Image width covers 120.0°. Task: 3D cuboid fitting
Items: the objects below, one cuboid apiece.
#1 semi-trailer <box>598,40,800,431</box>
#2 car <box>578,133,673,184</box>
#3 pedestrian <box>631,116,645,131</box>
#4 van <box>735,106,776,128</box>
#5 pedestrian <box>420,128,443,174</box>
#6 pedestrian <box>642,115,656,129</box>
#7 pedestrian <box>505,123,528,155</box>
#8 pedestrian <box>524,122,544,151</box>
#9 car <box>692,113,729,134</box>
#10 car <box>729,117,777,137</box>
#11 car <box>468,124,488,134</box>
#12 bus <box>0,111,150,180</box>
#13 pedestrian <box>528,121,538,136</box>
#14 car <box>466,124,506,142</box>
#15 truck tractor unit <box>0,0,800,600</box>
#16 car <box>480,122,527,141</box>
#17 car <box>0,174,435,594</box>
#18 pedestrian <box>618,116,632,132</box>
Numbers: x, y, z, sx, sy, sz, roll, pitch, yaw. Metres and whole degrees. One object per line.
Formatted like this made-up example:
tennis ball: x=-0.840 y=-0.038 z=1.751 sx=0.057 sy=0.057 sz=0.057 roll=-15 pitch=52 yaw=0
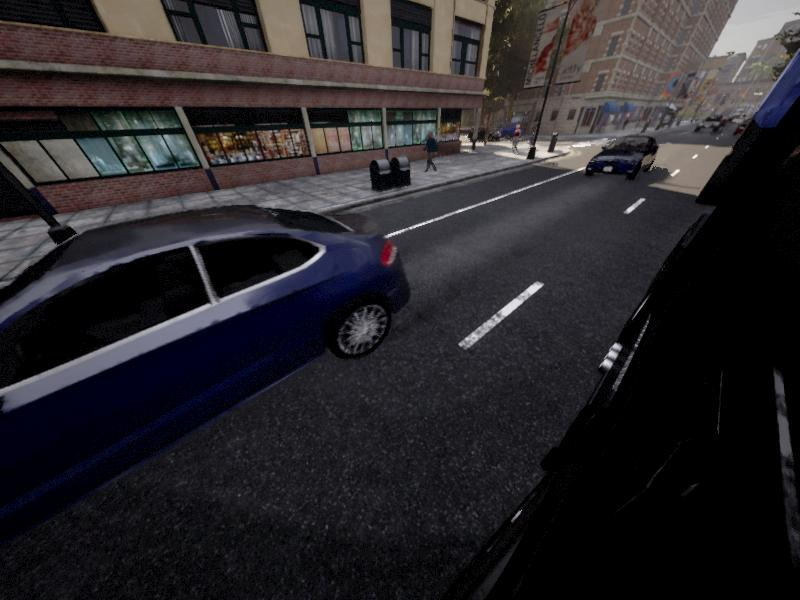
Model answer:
semi-trailer: x=8.674 y=-3.629 z=4.240 sx=14.254 sy=4.402 sz=2.717 roll=-28 pitch=44 yaw=-30
car: x=10.101 y=-6.452 z=10.351 sx=4.193 sy=1.474 sz=1.816 roll=-28 pitch=44 yaw=-30
pedestrian: x=37.705 y=-27.957 z=36.560 sx=0.751 sy=1.860 sz=0.751 roll=-32 pitch=46 yaw=-33
van: x=53.555 y=-27.570 z=34.856 sx=6.366 sy=2.431 sz=2.351 roll=-28 pitch=44 yaw=-30
pedestrian: x=1.548 y=-7.511 z=11.691 sx=0.751 sy=1.860 sz=0.751 roll=-26 pitch=43 yaw=-28
pedestrian: x=41.766 y=-29.819 z=38.776 sx=0.751 sy=1.860 sz=0.751 roll=-30 pitch=45 yaw=-32
pedestrian: x=8.370 y=-11.579 z=16.663 sx=0.751 sy=1.860 sz=0.751 roll=-21 pitch=41 yaw=-23
pedestrian: x=10.922 y=-13.348 z=18.851 sx=0.751 sy=1.860 sz=0.751 roll=25 pitch=45 yaw=31
car: x=39.962 y=-22.719 z=29.727 sx=4.605 sy=1.855 sz=1.932 roll=-28 pitch=44 yaw=-29
car: x=36.557 y=-17.979 z=23.978 sx=4.792 sy=1.488 sz=2.163 roll=-28 pitch=44 yaw=-30
car: x=18.777 y=-41.241 z=55.779 sx=4.553 sy=1.767 sz=2.097 roll=-28 pitch=44 yaw=-30
bus: x=-31.909 y=-14.860 z=21.927 sx=10.273 sy=4.253 sz=3.944 roll=-30 pitch=45 yaw=-29
pedestrian: x=21.423 y=-27.739 z=37.311 sx=0.751 sy=1.860 sz=0.751 roll=-31 pitch=45 yaw=-32
car: x=11.741 y=-23.031 z=31.957 sx=1.932 sy=1.855 sz=4.605 roll=-29 pitch=44 yaw=-31
truck tractor unit: x=2.645 y=-0.295 z=0.351 sx=6.516 sy=4.208 sz=3.053 roll=-28 pitch=44 yaw=-30
car: x=14.734 y=-24.330 z=33.347 sx=2.150 sy=2.045 sz=5.566 roll=-29 pitch=44 yaw=-31
car: x=-2.236 y=0.172 z=2.211 sx=5.027 sy=1.651 sz=2.152 roll=-28 pitch=44 yaw=-30
pedestrian: x=34.784 y=-27.133 z=35.652 sx=0.751 sy=1.860 sz=0.751 roll=-30 pitch=45 yaw=-31
